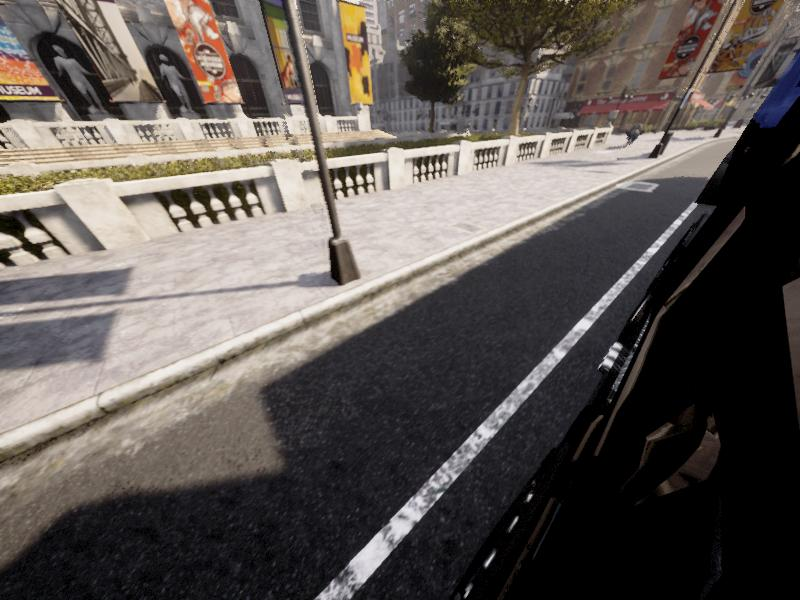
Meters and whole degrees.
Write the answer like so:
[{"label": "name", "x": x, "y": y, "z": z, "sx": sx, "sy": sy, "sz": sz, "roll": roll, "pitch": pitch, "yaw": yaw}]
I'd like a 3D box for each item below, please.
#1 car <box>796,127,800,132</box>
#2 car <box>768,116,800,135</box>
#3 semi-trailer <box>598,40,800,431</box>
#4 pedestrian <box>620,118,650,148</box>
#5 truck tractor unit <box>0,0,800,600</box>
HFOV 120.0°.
[{"label": "car", "x": 48.225, "y": -19.668, "z": 25.748, "sx": 4.718, "sy": 1.301, "sz": 1.895, "roll": -7, "pitch": 37, "yaw": -5}, {"label": "car", "x": 42.714, "y": -18.620, "z": 24.576, "sx": 4.674, "sy": 1.452, "sz": 2.002, "roll": -13, "pitch": 38, "yaw": -13}, {"label": "semi-trailer", "x": 8.679, "y": -3.618, "z": 4.247, "sx": 14.254, "sy": 4.402, "sz": 2.717, "roll": -28, "pitch": 44, "yaw": -30}, {"label": "pedestrian", "x": 18.163, "y": -12.919, "z": 17.897, "sx": 0.751, "sy": 1.860, "sz": 0.751, "roll": -20, "pitch": 40, "yaw": -21}, {"label": "truck tractor unit", "x": 2.645, "y": -0.295, "z": 0.351, "sx": 6.516, "sy": 4.208, "sz": 3.053, "roll": -28, "pitch": 44, "yaw": -30}]
